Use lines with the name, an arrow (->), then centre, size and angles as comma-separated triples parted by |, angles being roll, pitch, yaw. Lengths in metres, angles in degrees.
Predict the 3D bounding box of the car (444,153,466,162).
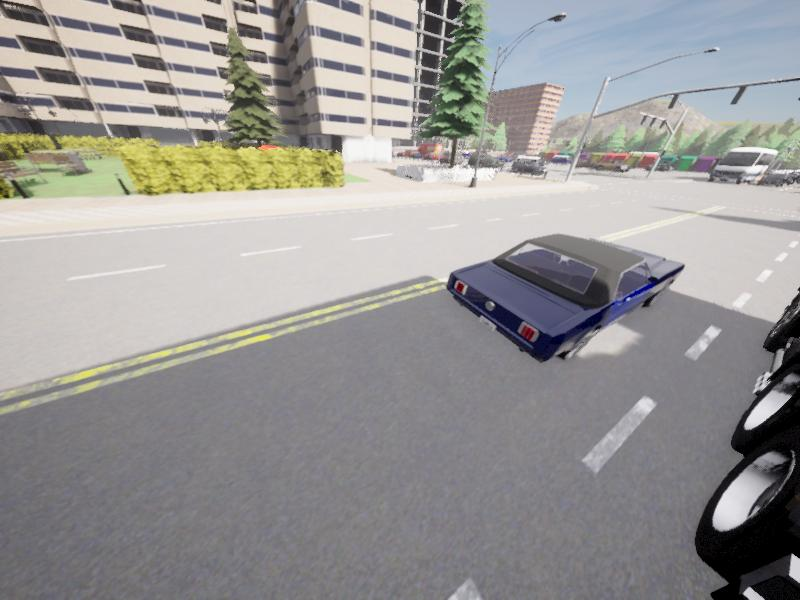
car -> 13.199, -34.236, 55.497 | 2.152, 1.651, 5.027 | -16, 38, -26

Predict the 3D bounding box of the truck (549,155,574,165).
truck -> 42.543, -36.865, 60.867 | 2.069, 2.038, 4.478 | -16, 38, -26

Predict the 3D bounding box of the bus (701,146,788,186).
bus -> 49.199, -19.152, 33.013 | 10.273, 4.253, 3.944 | -15, 38, -25

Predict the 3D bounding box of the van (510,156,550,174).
van -> 19.417, -20.470, 34.862 | 2.069, 2.038, 4.480 | -16, 38, -26

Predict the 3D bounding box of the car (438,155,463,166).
car -> 9.444, -26.250, 43.379 | 1.812, 1.442, 4.674 | -16, 38, -26

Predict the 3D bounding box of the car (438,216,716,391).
car -> 3.250, -0.439, 4.252 | 4.718, 1.301, 1.895 | -16, 38, -26

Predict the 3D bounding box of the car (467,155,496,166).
car -> 16.013, -27.565, 45.648 | 1.930, 1.638, 5.238 | -16, 38, -26

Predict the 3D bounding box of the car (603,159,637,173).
car -> 41.336, -25.283, 43.538 | 1.905, 1.878, 3.866 | -16, 38, -26

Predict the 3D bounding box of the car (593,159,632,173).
car -> 38.798, -24.600, 42.325 | 1.932, 1.855, 4.605 | -16, 38, -26

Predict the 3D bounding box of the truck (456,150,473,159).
truck -> 19.485, -44.004, 69.952 | 2.069, 2.038, 4.478 | -16, 38, -26

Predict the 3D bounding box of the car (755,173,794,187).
car -> 50.905, -16.346, 31.408 | 4.892, 1.490, 1.837 | -15, 38, -25

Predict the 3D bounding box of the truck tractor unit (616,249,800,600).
truck tractor unit -> 5.147, -0.183, 1.075 | 6.516, 4.208, 3.053 | -12, 31, -30

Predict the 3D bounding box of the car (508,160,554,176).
car -> 17.714, -18.051, 31.579 | 2.128, 1.511, 4.902 | -16, 38, -26

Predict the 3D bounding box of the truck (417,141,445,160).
truck -> 8.130, -40.252, 62.183 | 2.891, 3.827, 8.468 | -16, 38, -26

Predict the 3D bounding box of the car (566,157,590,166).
car -> 49.640, -38.837, 64.511 | 1.932, 1.855, 4.605 | -16, 38, -26

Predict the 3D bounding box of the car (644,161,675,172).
car -> 58.343, -30.129, 52.045 | 1.905, 1.878, 3.866 | -16, 38, -26

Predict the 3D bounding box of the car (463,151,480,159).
car -> 21.958, -44.672, 71.305 | 1.932, 1.855, 4.605 | -16, 38, -26

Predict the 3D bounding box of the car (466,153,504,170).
car -> 13.567, -22.411, 37.354 | 2.150, 2.045, 5.566 | -16, 38, -26

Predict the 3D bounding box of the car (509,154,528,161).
car -> 37.359, -44.958, 72.838 | 1.932, 1.855, 4.605 | -16, 38, -26
